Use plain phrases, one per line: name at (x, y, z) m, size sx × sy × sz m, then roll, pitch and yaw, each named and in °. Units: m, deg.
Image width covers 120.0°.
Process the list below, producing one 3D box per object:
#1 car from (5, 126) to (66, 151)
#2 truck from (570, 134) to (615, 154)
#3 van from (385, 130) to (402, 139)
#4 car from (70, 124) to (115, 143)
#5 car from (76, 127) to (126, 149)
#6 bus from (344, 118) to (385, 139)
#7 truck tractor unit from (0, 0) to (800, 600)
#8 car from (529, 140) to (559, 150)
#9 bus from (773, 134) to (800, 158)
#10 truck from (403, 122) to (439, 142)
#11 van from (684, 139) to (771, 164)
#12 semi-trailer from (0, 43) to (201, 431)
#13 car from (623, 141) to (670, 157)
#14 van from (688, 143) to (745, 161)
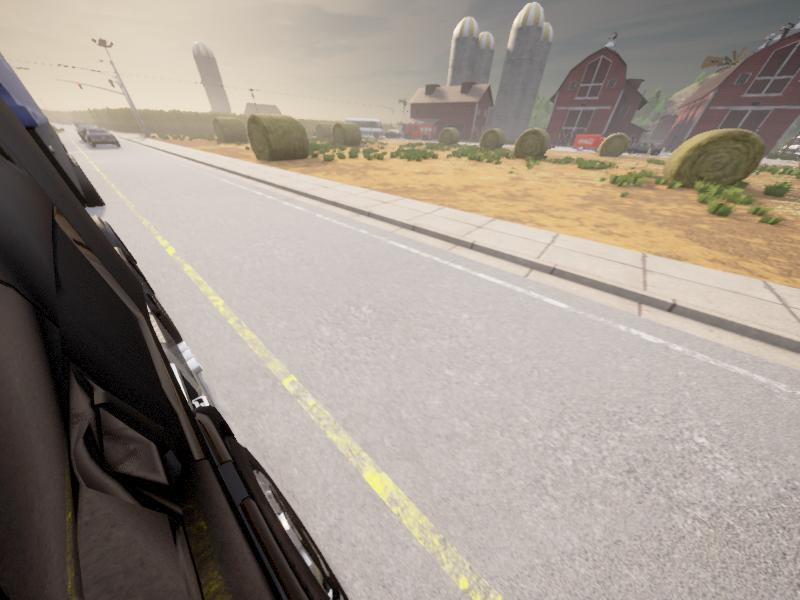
car at (-28.396, -12.670, 18.119) m, size 4.181 × 1.385 × 1.994 m, roll 28°, pitch 43°, yaw 30°
truck at (32.988, -26.841, 39.709) m, size 5.204 × 2.467 × 2.627 m, roll 25°, pitch 42°, yaw 27°
van at (-1.839, -45.313, 63.238) m, size 4.480 × 2.038 × 2.069 m, roll 25°, pitch 42°, yaw 28°
car at (-33.177, -17.940, 24.911) m, size 4.792 × 1.488 × 2.163 m, roll 28°, pitch 43°, yaw 30°
car at (-27.539, -14.943, 21.225) m, size 5.357 × 1.411 × 2.033 m, roll 28°, pitch 43°, yaw 30°
bus at (-9.549, -47.061, 63.337) m, size 10.273 × 4.253 × 3.944 m, roll 7°, pitch 37°, yaw 6°
truck tractor unit at (-2.645, -0.295, 0.351) m, size 6.516 × 4.208 × 3.053 m, roll 28°, pitch 44°, yaw 30°
car at (27.025, -29.147, 43.412) m, size 4.181 × 1.385 × 1.994 m, roll 25°, pitch 43°, yaw 28°
bus at (93.835, -35.670, 53.483) m, size 3.944 × 4.253 × 10.273 m, roll 26°, pitch 42°, yaw 28°
truck at (5.239, -42.779, 58.680) m, size 8.468 × 3.827 × 2.891 m, roll 25°, pitch 42°, yaw 27°
van at (45.593, -21.010, 32.518) m, size 6.366 × 2.431 × 2.351 m, roll 25°, pitch 42°, yaw 28°
semi-trailer at (-8.702, -3.570, 4.272) m, size 14.254 × 4.402 × 2.717 m, roll 28°, pitch 43°, yaw 30°
car at (38.810, -23.916, 36.558) m, size 4.605 × 1.855 × 1.932 m, roll 25°, pitch 42°, yaw 27°
van at (47.653, -22.461, 34.947) m, size 4.442 × 1.987 × 1.775 m, roll 24°, pitch 42°, yaw 28°
